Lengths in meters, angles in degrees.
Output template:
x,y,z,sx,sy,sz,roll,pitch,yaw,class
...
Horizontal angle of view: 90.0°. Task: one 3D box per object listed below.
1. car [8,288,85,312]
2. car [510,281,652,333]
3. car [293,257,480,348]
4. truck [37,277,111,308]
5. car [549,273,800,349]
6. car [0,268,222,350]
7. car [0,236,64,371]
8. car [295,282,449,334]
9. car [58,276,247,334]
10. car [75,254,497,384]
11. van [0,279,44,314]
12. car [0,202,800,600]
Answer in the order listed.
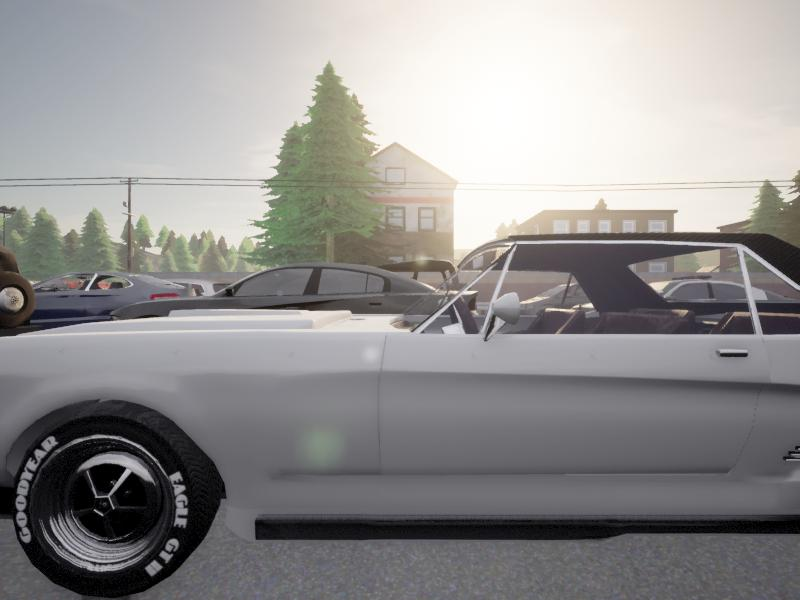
x,y,z,sx,sy,sz,roll,pitch,yaw,class
-32.234,-0.032,36.802,2.150,2.045,5.566,0,0,0,car
5.601,0.215,12.732,3.705,1.549,1.789,0,0,0,car
-0.280,0.046,9.200,3.866,1.878,1.905,0,0,0,car
-42.720,-0.925,52.897,2.891,3.827,8.468,0,0,0,truck
6.297,0.226,9.236,4.974,1.542,2.038,0,0,0,car
-7.069,0.181,9.172,5.027,1.651,2.152,0,0,0,car
-7.490,0.046,5.660,3.866,1.878,1.905,0,0,0,car
-0.816,0.228,12.696,4.514,1.525,2.007,0,0,0,car
-7.559,0.156,12.661,4.611,1.667,2.242,0,0,-1,car
-1.348,0.223,5.694,5.008,1.535,1.882,0,0,0,car
-28.745,-0.222,27.768,2.351,2.431,6.366,0,0,0,van
0.559,0.344,2.203,4.718,1.301,1.895,0,0,0,car
